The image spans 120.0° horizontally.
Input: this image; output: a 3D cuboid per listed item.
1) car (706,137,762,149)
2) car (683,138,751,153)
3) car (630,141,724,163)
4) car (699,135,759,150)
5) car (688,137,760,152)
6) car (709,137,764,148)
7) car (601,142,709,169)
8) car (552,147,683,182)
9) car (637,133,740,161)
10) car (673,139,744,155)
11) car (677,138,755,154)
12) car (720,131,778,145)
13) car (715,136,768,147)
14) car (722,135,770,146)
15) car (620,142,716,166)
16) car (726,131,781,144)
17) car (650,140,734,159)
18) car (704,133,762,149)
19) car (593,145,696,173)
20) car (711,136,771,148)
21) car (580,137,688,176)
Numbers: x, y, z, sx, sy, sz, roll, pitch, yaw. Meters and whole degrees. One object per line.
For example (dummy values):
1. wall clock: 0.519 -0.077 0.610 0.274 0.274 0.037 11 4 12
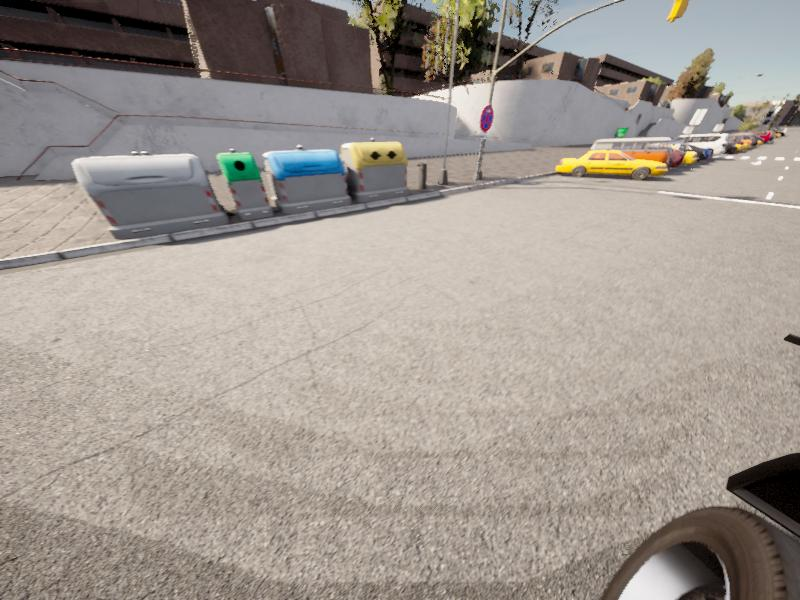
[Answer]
1. car: 54.065 -25.534 37.588 4.674 1.452 2.002 21 41 29
2. car: 41.812 -20.512 30.687 4.792 1.488 2.163 21 40 29
3. car: 24.733 -13.464 21.005 5.008 1.535 2.097 21 40 29
4. car: 49.192 -23.637 34.723 4.553 1.767 2.185 21 40 29
5. car: 44.435 -21.478 31.953 5.366 1.575 1.946 21 40 29
6. car: 56.481 -26.569 38.975 4.792 1.488 2.163 21 40 29
7. car: 19.695 -11.482 18.338 5.366 1.575 1.946 21 41 29
8. car: 12.671 -8.311 14.044 5.366 1.575 1.946 21 40 29
9. car: 27.144 -14.690 22.244 5.566 2.045 2.435 21 40 29
10. car: 36.953 -18.483 27.911 4.674 1.452 2.002 21 40 29
11. car: 39.546 -19.471 29.184 5.366 1.575 1.946 21 40 29
12. car: 68.699 -31.950 45.652 5.566 2.045 2.435 20 41 29
13. car: 61.425 -28.604 41.692 4.792 1.488 2.163 21 40 29
14. car: 66.291 -30.666 44.441 4.674 1.452 2.002 20 41 29
15. car: 22.295 -12.438 19.621 4.892 1.521 2.231 21 41 29
16. car: 73.639 -34.016 48.350 5.566 2.045 2.435 20 40 29
17. car: 29.619 -15.494 23.762 4.892 1.521 2.231 21 40 29
18. car: 51.715 -24.708 36.014 4.442 1.987 1.878 21 40 29
19. car: 17.380 -10.387 16.907 4.792 1.488 2.163 21 41 29
20. car: 59.109 -27.559 40.231 5.366 1.575 1.946 20 40 29
21. car: 15.053 -9.535 15.323 4.442 1.987 1.878 21 40 29
